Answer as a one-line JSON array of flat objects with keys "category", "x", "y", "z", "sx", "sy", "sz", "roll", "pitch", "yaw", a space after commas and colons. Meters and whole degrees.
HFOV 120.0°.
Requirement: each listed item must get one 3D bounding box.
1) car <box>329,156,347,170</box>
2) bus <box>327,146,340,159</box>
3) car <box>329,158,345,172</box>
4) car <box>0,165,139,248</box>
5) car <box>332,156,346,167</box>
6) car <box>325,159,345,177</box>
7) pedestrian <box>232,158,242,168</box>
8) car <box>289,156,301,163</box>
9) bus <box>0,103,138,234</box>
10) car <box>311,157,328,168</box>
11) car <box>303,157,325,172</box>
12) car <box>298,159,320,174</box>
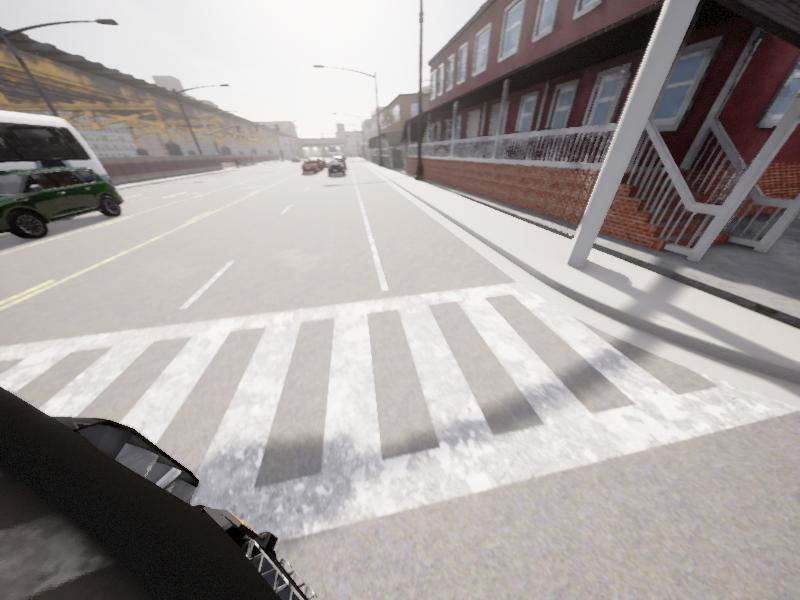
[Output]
[{"category": "car", "x": -9.694, "y": -21.742, "z": 36.485, "sx": 2.242, "sy": 1.667, "sz": 4.611, "roll": -7, "pitch": 33, "yaw": -8}, {"category": "bus", "x": -26.871, "y": -59.824, "z": 93.651, "sx": 3.944, "sy": 4.253, "sz": 10.273, "roll": -8, "pitch": 33, "yaw": -8}, {"category": "car", "x": -8.537, "y": -18.536, "z": 31.618, "sx": 1.845, "sy": 1.501, "sz": 3.633, "roll": -8, "pitch": 33, "yaw": -8}, {"category": "car", "x": -13.926, "y": -3.826, "z": 8.843, "sx": 2.150, "sy": 2.045, "sz": 5.566, "roll": -8, "pitch": 33, "yaw": -8}, {"category": "car", "x": -11.074, "y": -25.223, "z": 42.050, "sx": 2.007, "sy": 1.525, "sz": 4.514, "roll": -7, "pitch": 33, "yaw": -7}, {"category": "car", "x": -7.324, "y": -15.159, "z": 26.435, "sx": 1.812, "sy": 1.442, "sz": 4.674, "roll": -8, "pitch": 33, "yaw": -8}, {"category": "pedestrian", "x": -33.558, "y": -28.238, "z": 47.636, "sx": 0.751, "sy": 1.860, "sz": 0.751, "roll": -2, "pitch": 33, "yaw": 0}, {"category": "car", "x": -31.663, "y": -42.635, "z": 69.901, "sx": 2.033, "sy": 1.649, "sz": 4.856, "roll": -8, "pitch": 33, "yaw": -8}, {"category": "bus", "x": -17.538, "y": -5.029, "z": 8.877, "sx": 3.944, "sy": 4.253, "sz": 10.273, "roll": -8, "pitch": 34, "yaw": -8}, {"category": "car", "x": -14.367, "y": -24.674, "z": 41.410, "sx": 2.128, "sy": 1.511, "sz": 4.902, "roll": -8, "pitch": 33, "yaw": -8}, {"category": "car", "x": -12.843, "y": -20.535, "z": 34.812, "sx": 2.242, "sy": 1.667, "sz": 4.611, "roll": -8, "pitch": 33, "yaw": -8}, {"category": "car", "x": -11.701, "y": -17.340, "z": 29.963, "sx": 1.845, "sy": 1.501, "sz": 3.633, "roll": -8, "pitch": 33, "yaw": -8}]
